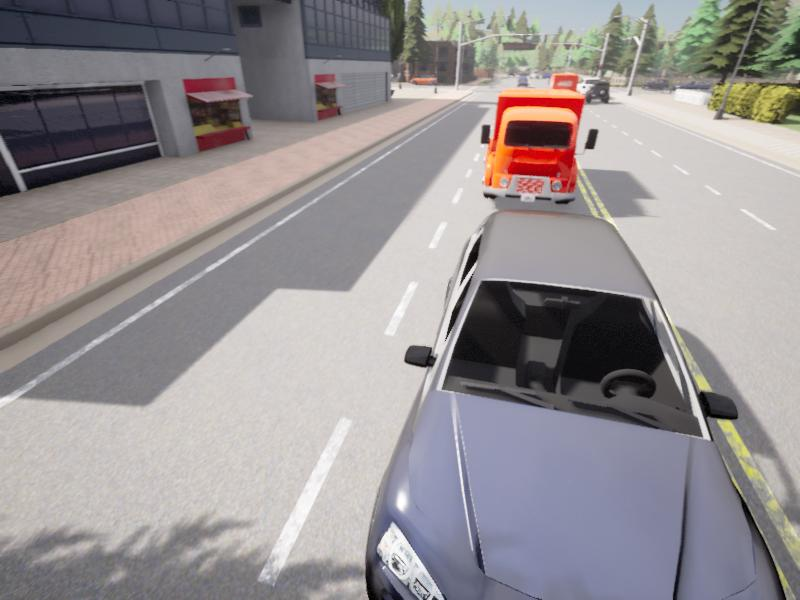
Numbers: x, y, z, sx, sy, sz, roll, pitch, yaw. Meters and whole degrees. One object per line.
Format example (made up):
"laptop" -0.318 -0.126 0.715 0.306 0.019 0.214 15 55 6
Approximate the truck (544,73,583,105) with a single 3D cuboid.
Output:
"truck" 15.740 -20.584 38.917 2.627 2.467 5.204 8 31 12

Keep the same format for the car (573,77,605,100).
"car" 21.154 -23.830 44.956 2.150 2.045 5.566 8 31 12

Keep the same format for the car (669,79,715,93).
"car" 42.279 -31.017 58.036 4.611 1.667 2.242 8 31 13

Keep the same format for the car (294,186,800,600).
"car" 1.281 0.486 3.535 2.242 1.667 4.611 8 31 12

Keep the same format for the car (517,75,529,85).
"car" 24.032 -43.032 78.277 1.882 1.535 5.008 8 31 12

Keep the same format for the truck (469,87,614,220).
"truck" 3.629 -4.347 11.028 2.627 2.467 5.204 8 31 12

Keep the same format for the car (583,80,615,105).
"car" 19.355 -20.313 39.081 1.905 1.878 3.866 8 31 13

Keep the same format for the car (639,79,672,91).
"car" 39.430 -33.260 61.790 3.633 1.501 1.845 8 31 13

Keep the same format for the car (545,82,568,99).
"car" 17.390 -23.351 44.594 1.845 1.501 3.633 8 31 12

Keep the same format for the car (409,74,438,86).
"car" 4.116 -38.490 69.988 4.553 1.767 2.097 8 31 12
